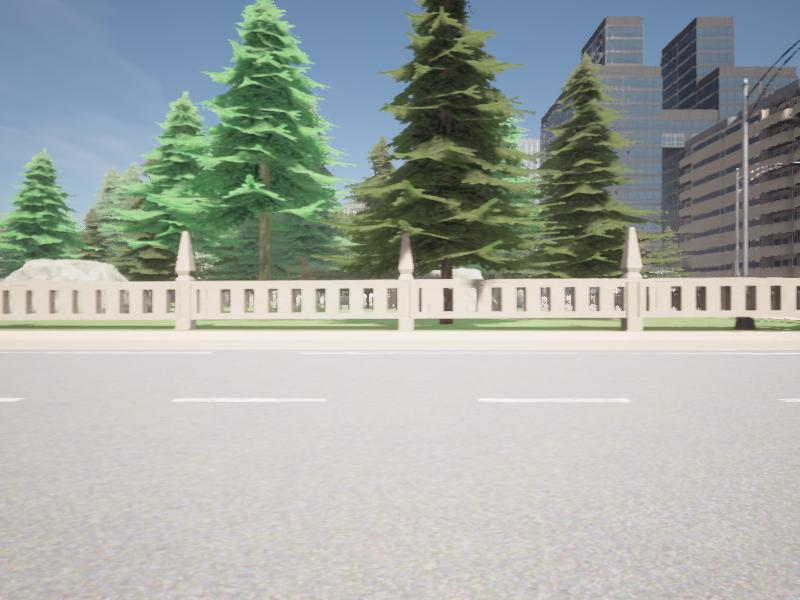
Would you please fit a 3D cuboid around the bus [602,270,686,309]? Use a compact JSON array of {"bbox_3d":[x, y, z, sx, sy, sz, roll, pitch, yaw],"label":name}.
[{"bbox_3d":[29.224,-1.094,48.831,3.944,4.253,10.273,0,0,0],"label":"bus"}]
